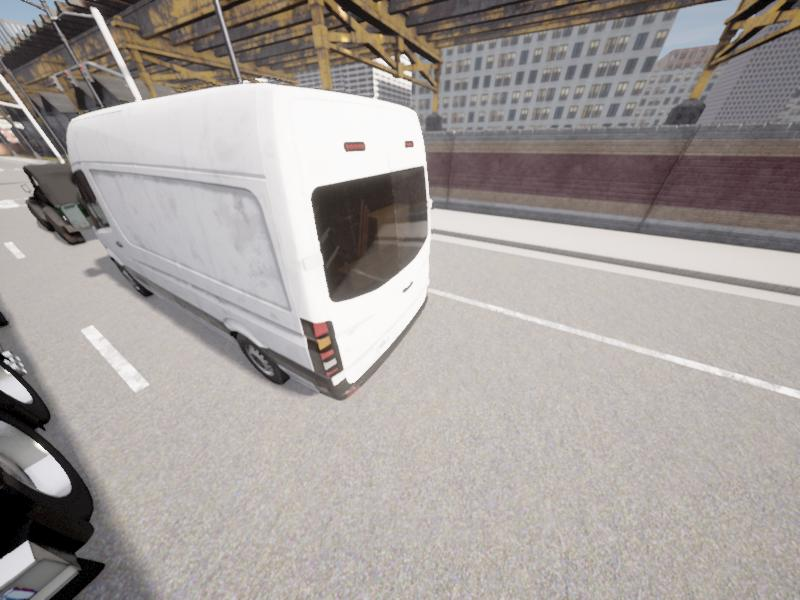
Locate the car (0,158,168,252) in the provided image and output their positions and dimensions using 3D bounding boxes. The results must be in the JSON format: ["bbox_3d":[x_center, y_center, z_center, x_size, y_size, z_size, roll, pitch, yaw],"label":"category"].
[{"bbox_3d":[-9.463,-3.018,6.875,3.866,1.878,1.905,18,39,25],"label":"car"}]

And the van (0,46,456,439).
[{"bbox_3d":[-2.536,-1.057,3.376,5.915,2.561,1.988,18,39,24],"label":"van"}]

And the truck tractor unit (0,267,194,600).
[{"bbox_3d":[-5.108,-0.298,0.818,6.516,4.208,3.053,18,37,25],"label":"truck tractor unit"}]
